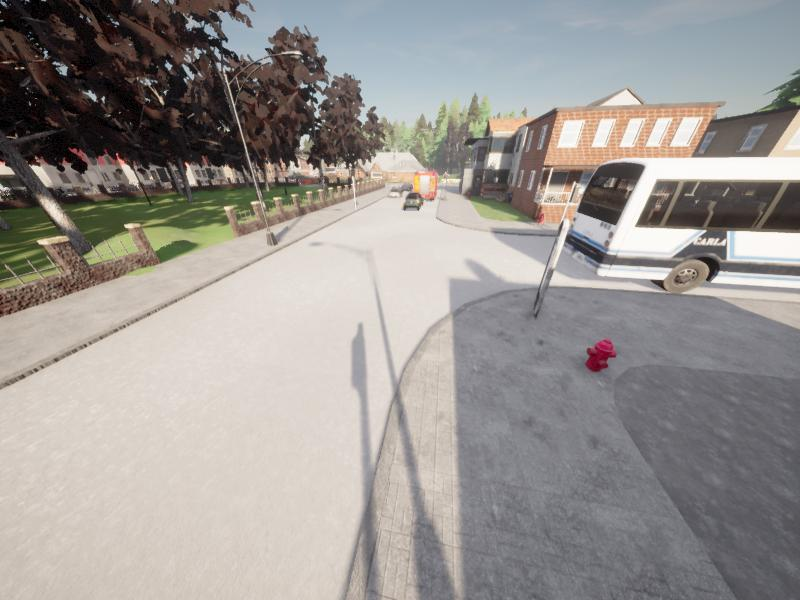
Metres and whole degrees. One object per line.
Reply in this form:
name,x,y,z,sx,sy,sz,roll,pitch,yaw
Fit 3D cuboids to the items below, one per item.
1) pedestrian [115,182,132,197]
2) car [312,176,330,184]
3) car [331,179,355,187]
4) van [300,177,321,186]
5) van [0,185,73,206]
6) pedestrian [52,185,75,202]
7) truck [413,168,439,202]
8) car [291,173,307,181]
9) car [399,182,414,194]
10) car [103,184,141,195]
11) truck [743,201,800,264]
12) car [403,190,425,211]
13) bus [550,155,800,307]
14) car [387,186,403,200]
pedestrian,-41.214,-16.493,34.454,0.751,1.860,0.751,5,30,8
car,-20.713,-31.644,60.888,3.866,1.878,1.905,5,30,9
car,-13.913,-28.801,56.785,5.366,1.575,1.801,5,30,9
van,-22.488,-29.754,57.982,4.442,1.987,1.775,5,30,9
van,-47.013,-13.571,29.916,2.069,2.038,4.480,5,30,9
pedestrian,-42.407,-13.429,29.147,0.751,1.860,0.751,9,31,15
truck,3.886,-16.818,33.308,2.891,3.827,8.468,5,30,9
car,-36.221,-44.221,82.994,2.150,2.045,5.566,5,30,9
car,1.241,-20.376,41.905,2.033,1.411,5.357,5,30,9
car,-48.893,-19.567,40.765,1.845,1.501,3.633,5,30,9
truck,21.636,-3.050,10.834,5.204,2.467,2.627,7,31,11
car,1.592,-10.980,25.418,1.851,1.617,3.988,6,31,11
bus,12.413,-2.663,8.365,10.273,4.253,3.944,5,30,9
car,-0.647,-15.581,33.464,1.845,1.501,3.633,4,30,7
